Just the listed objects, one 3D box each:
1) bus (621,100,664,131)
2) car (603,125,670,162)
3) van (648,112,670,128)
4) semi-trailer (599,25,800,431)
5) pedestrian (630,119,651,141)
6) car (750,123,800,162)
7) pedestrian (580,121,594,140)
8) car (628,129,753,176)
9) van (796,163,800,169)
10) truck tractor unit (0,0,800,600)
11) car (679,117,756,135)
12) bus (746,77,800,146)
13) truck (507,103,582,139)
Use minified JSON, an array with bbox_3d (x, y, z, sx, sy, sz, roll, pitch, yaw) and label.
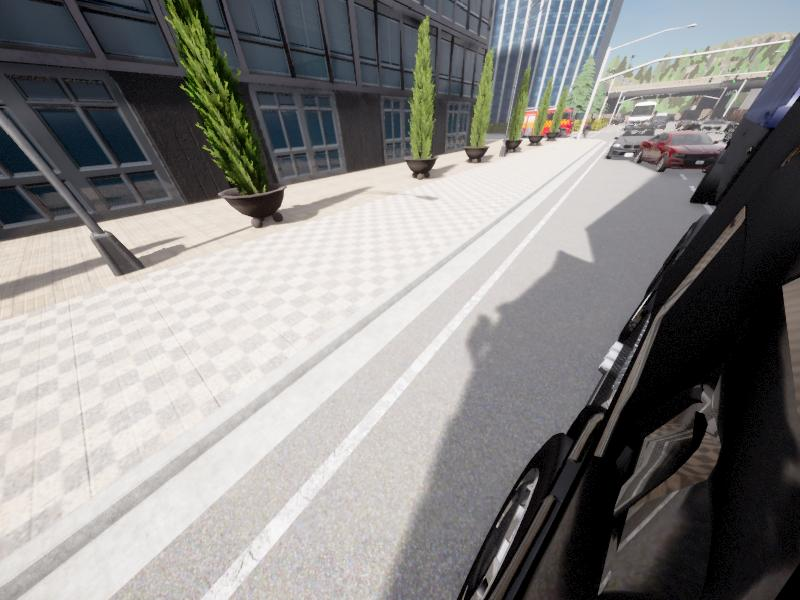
[{"bbox_3d":[47.630,-36.322,45.657,3.944,4.253,10.273,24,44,31],"label":"bus"},{"bbox_3d":[15.180,-10.222,14.969,2.242,1.667,4.611,24,44,32],"label":"car"},{"bbox_3d":[55.760,-38.730,49.802,1.988,2.561,5.915,24,44,31],"label":"van"},{"bbox_3d":[8.614,-3.661,4.309,14.254,4.402,2.717,-29,44,-31],"label":"semi-trailer"},{"bbox_3d":[26.226,-18.546,25.194,0.751,1.860,0.751,15,40,22],"label":"pedestrian"},{"bbox_3d":[22.348,-8.789,12.737,2.128,1.511,4.902,24,44,31],"label":"car"},{"bbox_3d":[23.520,-21.320,29.066,0.751,1.860,0.751,24,44,31],"label":"pedestrian"},{"bbox_3d":[13.709,-7.444,11.448,1.882,1.535,5.008,13,39,20],"label":"car"},{"bbox_3d":[17.143,-5.093,7.357,2.351,2.431,6.366,24,44,31],"label":"van"},{"bbox_3d":[2.645,-0.295,0.351,6.516,4.208,3.053,-28,44,-30],"label":"truck tractor unit"},{"bbox_3d":[38.793,-21.426,28.488,5.238,1.638,1.930,23,44,30],"label":"car"},{"bbox_3d":[33.183,-14.996,18.071,3.944,4.253,10.273,26,45,33],"label":"bus"},{"bbox_3d":[21.623,-27.047,35.231,8.468,3.827,2.891,25,45,32],"label":"truck"}]
